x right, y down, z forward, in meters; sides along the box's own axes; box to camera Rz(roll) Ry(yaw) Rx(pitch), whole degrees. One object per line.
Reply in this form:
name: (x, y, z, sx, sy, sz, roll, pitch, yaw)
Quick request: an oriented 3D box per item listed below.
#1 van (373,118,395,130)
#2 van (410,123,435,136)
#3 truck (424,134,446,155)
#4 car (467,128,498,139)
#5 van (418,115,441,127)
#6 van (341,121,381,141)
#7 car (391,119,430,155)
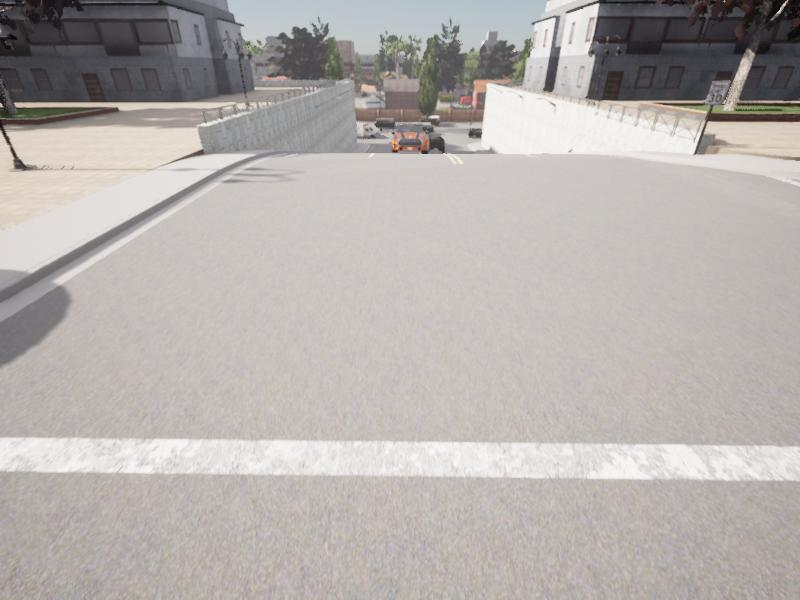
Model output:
van: (-3.167, -35.375, 80.232, 4.442, 1.987, 1.775, 0, 30, 1)
van: (4.095, -31.300, 73.252, 4.442, 1.987, 1.775, 0, 30, 1)
truck: (4.502, -20.385, 52.328, 2.390, 2.098, 6.274, 0, 25, 1)
car: (14.427, -29.297, 70.232, 5.008, 1.535, 1.882, 0, 30, 1)
van: (6.135, -37.123, 83.141, 4.480, 2.038, 2.069, 0, 30, 1)
van: (-6.786, -29.496, 69.756, 6.366, 2.431, 2.351, 10, 32, 15)
car: (0.588, -9.510, 23.618, 2.097, 1.767, 4.553, 0, 19, 1)
